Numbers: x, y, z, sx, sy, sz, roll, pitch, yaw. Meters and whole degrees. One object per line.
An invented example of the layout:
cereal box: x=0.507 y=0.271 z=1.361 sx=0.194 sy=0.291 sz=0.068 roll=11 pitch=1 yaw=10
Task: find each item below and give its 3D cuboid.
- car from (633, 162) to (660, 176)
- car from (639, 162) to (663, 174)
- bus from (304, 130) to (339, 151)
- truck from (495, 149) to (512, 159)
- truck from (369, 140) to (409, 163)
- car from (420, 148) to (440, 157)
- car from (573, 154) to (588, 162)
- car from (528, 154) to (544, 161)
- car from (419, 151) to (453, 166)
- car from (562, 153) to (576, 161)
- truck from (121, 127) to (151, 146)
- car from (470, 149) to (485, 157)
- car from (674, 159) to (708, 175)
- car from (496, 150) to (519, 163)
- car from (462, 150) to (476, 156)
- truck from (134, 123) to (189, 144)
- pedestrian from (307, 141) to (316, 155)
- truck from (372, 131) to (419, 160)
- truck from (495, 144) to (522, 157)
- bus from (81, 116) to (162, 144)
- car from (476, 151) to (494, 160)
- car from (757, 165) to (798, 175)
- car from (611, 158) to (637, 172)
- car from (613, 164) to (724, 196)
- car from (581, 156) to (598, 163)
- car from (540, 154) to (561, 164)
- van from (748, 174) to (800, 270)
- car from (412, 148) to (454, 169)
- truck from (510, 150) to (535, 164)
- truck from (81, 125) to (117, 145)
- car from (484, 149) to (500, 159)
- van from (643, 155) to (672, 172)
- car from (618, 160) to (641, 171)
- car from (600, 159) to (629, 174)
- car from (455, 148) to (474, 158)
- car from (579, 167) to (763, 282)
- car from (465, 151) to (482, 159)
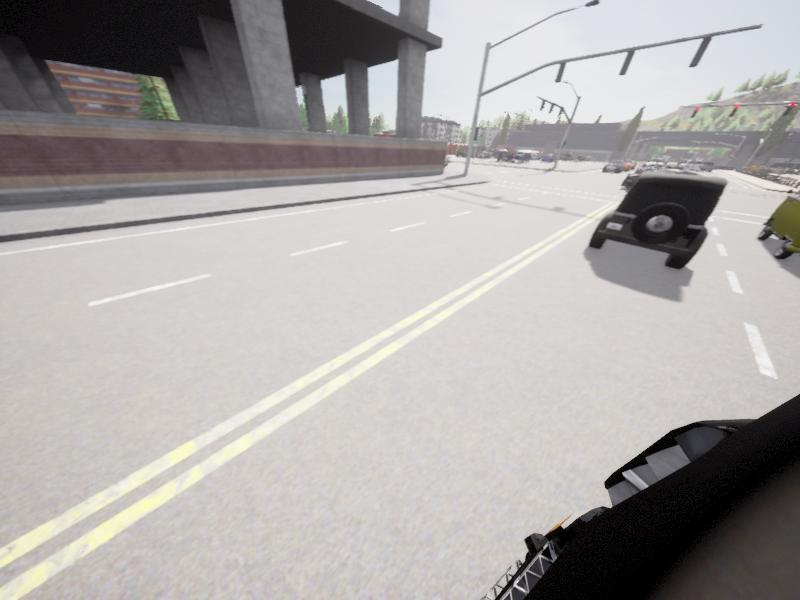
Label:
car: x=35.398 y=-18.817 z=33.122 sx=3.806 sy=1.475 sz=1.970 roll=-26 pitch=43 yaw=-36
car: x=40.635 y=-21.341 z=37.354 sx=4.181 sy=1.385 sz=1.994 roll=-26 pitch=43 yaw=-36
bus: x=-20.573 y=-41.820 z=60.614 sx=3.944 sy=4.253 sz=10.273 roll=-26 pitch=44 yaw=-36
truck: x=28.634 y=-40.278 z=63.713 sx=4.478 sy=2.038 sz=2.069 roll=-26 pitch=43 yaw=-36
truck: x=-1.601 y=-20.754 z=32.302 sx=2.627 sy=2.467 sz=5.204 roll=-26 pitch=44 yaw=-36
car: x=7.366 y=-35.967 z=56.222 sx=4.611 sy=1.667 sz=2.242 roll=-26 pitch=43 yaw=-36
car: x=51.110 y=-40.243 z=65.477 sx=4.605 sy=1.855 sz=1.932 roll=-26 pitch=43 yaw=-36
car: x=34.556 y=-36.265 z=58.786 sx=3.806 sy=1.475 sz=1.970 roll=-26 pitch=43 yaw=-36
car: x=4.751 y=-19.203 z=31.355 sx=1.816 sy=1.474 sz=4.193 roll=-26 pitch=44 yaw=-36
car: x=49.179 y=-41.509 z=67.222 sx=3.866 sy=1.878 sz=1.905 roll=-26 pitch=43 yaw=-36
truck: x=-46.602 y=-28.874 z=40.886 sx=2.615 sy=2.467 sz=5.204 roll=-26 pitch=43 yaw=-36
car: x=22.992 y=-43.726 z=68.593 sx=4.605 sy=1.855 sz=1.932 roll=-26 pitch=43 yaw=-36
car: x=49.636 y=-22.813 z=39.594 sx=2.150 sy=2.045 sz=5.566 roll=25 pitch=40 yaw=29
car: x=20.682 y=-27.613 z=44.478 sx=4.605 sy=1.855 sz=1.932 roll=-26 pitch=43 yaw=-36
car: x=21.058 y=-44.824 z=70.461 sx=3.905 sy=1.438 sz=1.784 roll=-26 pitch=43 yaw=-36
truck: x=-58.140 y=-40.685 z=56.657 sx=8.468 sy=3.827 sz=2.891 roll=-26 pitch=43 yaw=-36
pedestrian: x=-13.725 y=-23.573 z=35.836 sx=0.751 sy=1.860 sz=0.751 roll=-26 pitch=43 yaw=-35
truck: x=-1.009 y=-26.663 z=39.911 sx=2.891 sy=3.827 sz=8.468 roll=-26 pitch=44 yaw=-36
truck: x=42.464 y=-58.716 z=90.823 sx=2.891 sy=3.827 sz=8.468 roll=-25 pitch=43 yaw=-35
bus: x=-60.542 y=-37.117 z=50.796 sx=10.273 sy=4.253 sz=3.944 roll=-26 pitch=43 yaw=-36
car: x=19.587 y=-33.382 z=53.405 sx=3.806 sy=1.475 sz=1.970 roll=-26 pitch=43 yaw=-36
car: x=91.917 y=-31.731 z=56.353 sx=2.038 sy=1.542 sz=4.974 roll=-26 pitch=43 yaw=-36
car: x=37.574 y=-22.691 z=38.756 sx=4.553 sy=1.767 sz=2.097 roll=-26 pitch=43 yaw=-36
car: x=19.071 y=-8.673 z=16.652 sx=5.238 sy=1.638 sz=1.930 roll=1 pitch=33 yaw=-3
car: x=61.096 y=-45.302 z=74.442 sx=1.970 sy=1.475 sz=3.806 roll=-26 pitch=43 yaw=-35
car: x=33.686 y=-31.607 z=51.670 sx=4.611 sy=1.667 sz=2.242 roll=-26 pitch=43 yaw=-36
van: x=11.921 y=-2.153 z=6.183 sx=4.442 sy=1.987 sz=1.775 roll=-26 pitch=43 yaw=-36
car: x=3.876 y=-17.074 z=27.769 sx=1.932 sy=1.855 sz=4.605 roll=-26 pitch=44 yaw=-36
truck: x=22.709 y=-26.467 z=42.753 sx=4.478 sy=2.038 sz=2.069 roll=-26 pitch=43 yaw=-36
truck: x=-49.751 y=-27.339 z=38.373 sx=2.615 sy=2.467 sz=5.204 roll=-26 pitch=43 yaw=-36
car: x=23.972 y=-37.924 z=60.048 sx=3.866 sy=1.878 sz=1.905 roll=-26 pitch=43 yaw=-36
van: x=47.037 y=-24.913 z=42.175 sx=6.366 sy=2.431 sz=2.351 roll=-26 pitch=43 yaw=-36
car: x=43.139 y=-25.293 z=43.311 sx=4.792 sy=1.488 sz=2.163 roll=-26 pitch=43 yaw=-36
car: x=31.867 y=-19.825 z=34.229 sx=4.856 sy=1.649 sz=2.033 roll=-26 pitch=43 yaw=-36
car: x=15.762 y=-35.972 z=56.540 sx=4.605 sy=1.855 sz=1.932 roll=-26 pitch=43 yaw=-36
car: x=6.768 y=-2.267 z=6.058 sx=3.866 sy=1.878 sz=1.905 roll=-26 pitch=43 yaw=-36
car: x=17.617 y=-34.658 z=55.100 sx=3.905 sy=1.438 sz=1.784 roll=-26 pitch=43 yaw=-36
